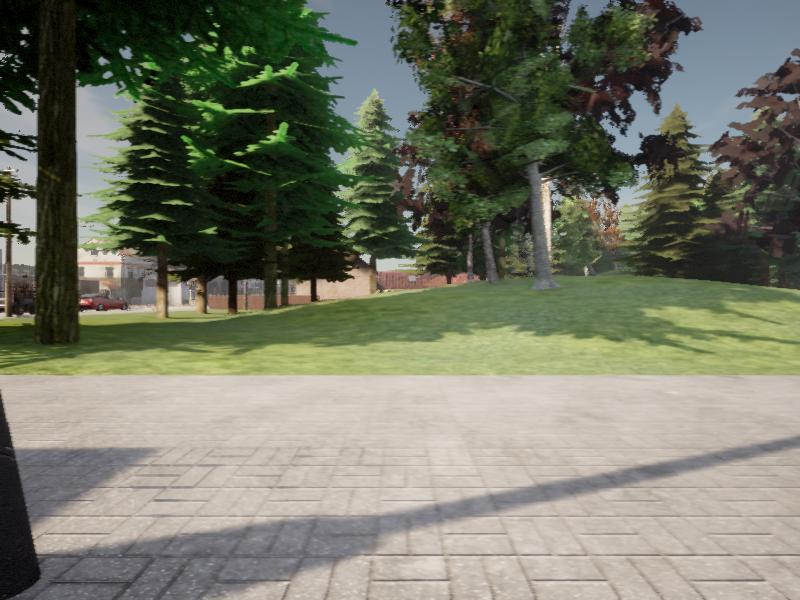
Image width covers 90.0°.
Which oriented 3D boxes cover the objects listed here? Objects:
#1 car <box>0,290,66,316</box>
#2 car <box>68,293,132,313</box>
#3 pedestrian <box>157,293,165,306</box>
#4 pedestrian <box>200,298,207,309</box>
[{"bbox_3d":[-24.747,0.176,26.533,1.851,1.617,3.988,0,0,0],"label":"car"},{"bbox_3d":[-24.610,0.217,33.037,2.007,1.525,4.514,0,0,-2],"label":"car"},{"bbox_3d":[-35.728,-0.083,59.796,0.751,1.860,0.751,0,0,1],"label":"pedestrian"},{"bbox_3d":[-19.561,0.303,39.871,0.500,1.100,0.500,0,0,0],"label":"pedestrian"}]
